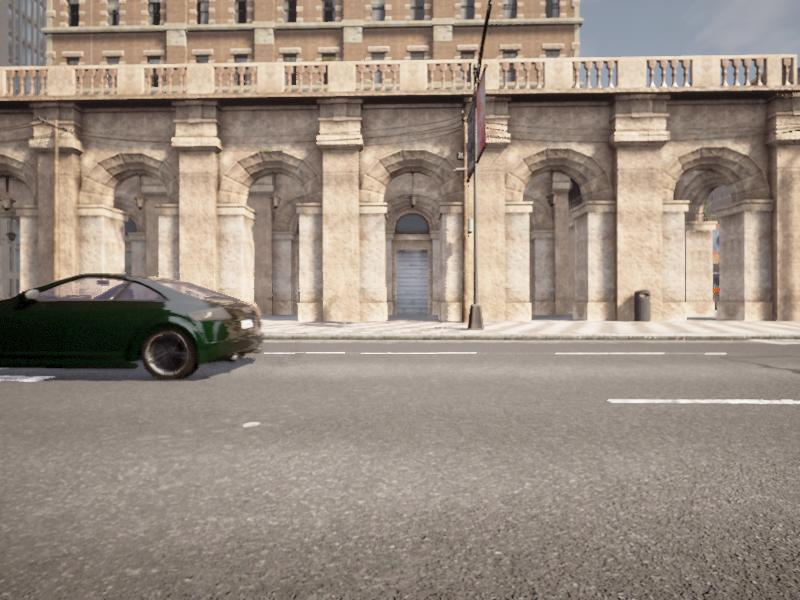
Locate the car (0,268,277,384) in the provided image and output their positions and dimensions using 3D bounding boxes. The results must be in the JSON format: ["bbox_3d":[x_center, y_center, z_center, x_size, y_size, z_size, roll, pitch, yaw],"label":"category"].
[{"bbox_3d":[-4.210,0.315,5.857,4.181,1.385,1.994,0,0,2],"label":"car"}]

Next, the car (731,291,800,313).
[{"bbox_3d":[30.094,0.138,32.734,2.033,1.649,4.856,0,0,2],"label":"car"}]

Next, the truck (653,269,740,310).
[{"bbox_3d":[30.320,-0.959,41.492,2.891,3.827,8.468,0,0,2],"label":"truck"}]

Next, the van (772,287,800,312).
[{"bbox_3d":[33.602,-0.045,33.024,1.775,1.987,4.442,0,0,2],"label":"van"}]
